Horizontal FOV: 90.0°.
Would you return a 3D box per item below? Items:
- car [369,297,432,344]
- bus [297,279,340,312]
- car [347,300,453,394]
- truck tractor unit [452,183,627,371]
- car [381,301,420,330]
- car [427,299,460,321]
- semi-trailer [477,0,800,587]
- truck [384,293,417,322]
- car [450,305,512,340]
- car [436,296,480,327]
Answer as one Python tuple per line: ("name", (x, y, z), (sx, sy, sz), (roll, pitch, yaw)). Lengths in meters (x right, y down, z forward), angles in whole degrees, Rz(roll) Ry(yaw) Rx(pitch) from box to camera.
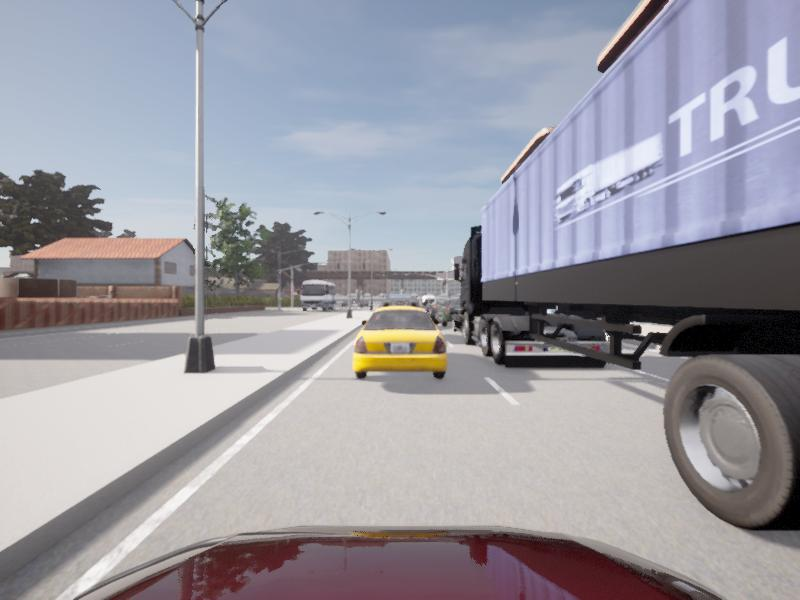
("car", (0.009, 0.741, 16.500), (2.242, 1.667, 4.611), (0, 0, 0))
("bus", (-11.344, -0.589, 57.089), (3.944, 4.253, 10.273), (0, 0, 0))
("car", (0.003, 0.793, 9.425), (1.801, 1.575, 5.366), (0, 0, 0))
("truck tractor unit", (3.545, -0.519, 12.216), (3.053, 4.208, 6.516), (0, 0, 0))
("car", (0.013, 0.804, 23.307), (2.038, 1.542, 4.974), (0, 0, 0))
("car", (3.517, 0.749, 33.147), (2.152, 1.651, 5.027), (0, 0, 0))
("semi-trailer", (3.557, -0.622, 4.301), (2.717, 4.402, 14.254), (0, 0, 0))
("truck", (0.019, 0.512, 32.057), (2.390, 2.098, 6.274), (0, 0, 0))
("car", (3.511, 0.927, 18.241), (1.895, 1.301, 4.718), (0, 0, 0))
("car", (3.514, 0.671, 25.140), (2.097, 1.767, 4.553), (0, 0, 0))
